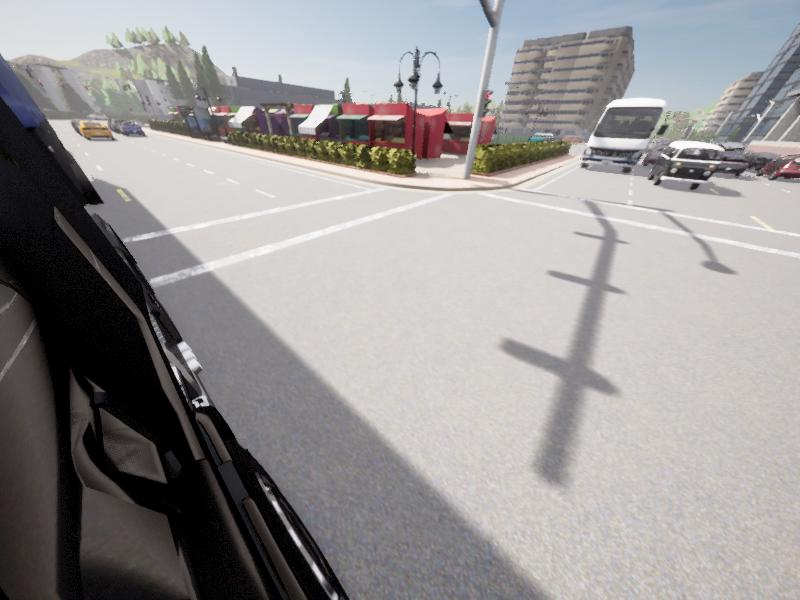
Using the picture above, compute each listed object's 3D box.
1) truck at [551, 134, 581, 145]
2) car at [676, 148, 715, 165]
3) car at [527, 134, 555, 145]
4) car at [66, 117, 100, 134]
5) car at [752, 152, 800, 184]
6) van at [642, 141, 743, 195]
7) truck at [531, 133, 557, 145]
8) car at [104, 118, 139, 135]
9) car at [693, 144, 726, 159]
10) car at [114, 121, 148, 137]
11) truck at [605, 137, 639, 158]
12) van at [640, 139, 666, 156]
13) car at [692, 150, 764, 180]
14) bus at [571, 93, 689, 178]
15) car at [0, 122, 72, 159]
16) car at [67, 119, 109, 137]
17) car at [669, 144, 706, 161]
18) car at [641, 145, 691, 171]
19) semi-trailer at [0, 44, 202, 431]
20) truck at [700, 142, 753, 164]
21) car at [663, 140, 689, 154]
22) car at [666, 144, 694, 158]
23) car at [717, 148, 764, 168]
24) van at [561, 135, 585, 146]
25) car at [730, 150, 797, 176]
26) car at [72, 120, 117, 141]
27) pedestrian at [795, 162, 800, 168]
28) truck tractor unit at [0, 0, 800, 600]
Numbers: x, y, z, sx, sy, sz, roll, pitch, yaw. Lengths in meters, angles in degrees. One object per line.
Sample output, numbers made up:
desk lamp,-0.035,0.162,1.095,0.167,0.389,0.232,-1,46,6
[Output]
truck,45.904,-44.529,64.054,6.274,2.098,2.390,28,44,30
car,34.526,-16.926,27.114,1.994,1.385,4.181,28,44,30
car,31.613,-36.095,51.866,4.605,1.855,1.932,28,44,30
car,-41.063,-22.606,29.943,5.008,1.535,1.882,28,44,30
car,28.850,-9.805,17.081,1.851,1.617,3.988,28,44,30
van,15.745,-7.525,12.866,2.069,2.038,4.480,24,42,26
truck,33.430,-37.472,53.654,4.478,2.038,2.069,28,44,30
car,-38.198,-23.854,31.708,4.856,1.649,2.033,28,44,30
car,48.110,-23.144,36.008,1.930,1.638,5.238,28,44,30
car,-33.215,-21.112,28.493,4.193,1.474,1.816,28,44,30
truck,30.014,-20.654,31.189,2.390,2.098,6.274,28,44,30
van,39.296,-23.747,35.979,1.775,1.987,4.442,28,44,30
car,25.549,-10.777,18.252,2.128,1.511,4.902,28,44,30
bus,17.703,-12.859,18.252,3.944,4.253,10.273,28,44,30
car,-22.377,-9.781,14.072,4.792,1.488,2.163,28,44,30
car,-35.840,-19.782,26.555,4.792,1.488,2.163,28,44,30
car,39.144,-20.220,31.574,2.152,1.651,5.027,28,44,30
car,24.082,-13.082,21.137,2.152,1.651,5.027,28,44,30
semi-trailer,-8.697,-3.600,4.235,14.254,4.402,2.717,28,44,30
truck,42.351,-19.336,30.200,2.390,2.098,6.274,28,44,30
car,48.935,-27.184,41.039,1.932,1.855,4.605,28,44,30
car,44.076,-23.593,36.452,2.007,1.525,4.514,28,44,30
car,37.386,-15.690,25.491,1.789,1.549,3.705,28,44,30
van,45.502,-41.954,60.696,4.442,1.987,1.775,28,44,30
car,33.059,-12.696,21.250,1.882,1.535,5.008,28,44,30
car,-30.692,-17.060,23.202,5.008,1.535,1.882,28,44,30
pedestrian,44.131,-15.235,24.757,0.751,1.860,0.751,28,44,30
truck tractor unit,-2.645,-0.295,0.352,6.516,4.208,3.053,28,44,30
